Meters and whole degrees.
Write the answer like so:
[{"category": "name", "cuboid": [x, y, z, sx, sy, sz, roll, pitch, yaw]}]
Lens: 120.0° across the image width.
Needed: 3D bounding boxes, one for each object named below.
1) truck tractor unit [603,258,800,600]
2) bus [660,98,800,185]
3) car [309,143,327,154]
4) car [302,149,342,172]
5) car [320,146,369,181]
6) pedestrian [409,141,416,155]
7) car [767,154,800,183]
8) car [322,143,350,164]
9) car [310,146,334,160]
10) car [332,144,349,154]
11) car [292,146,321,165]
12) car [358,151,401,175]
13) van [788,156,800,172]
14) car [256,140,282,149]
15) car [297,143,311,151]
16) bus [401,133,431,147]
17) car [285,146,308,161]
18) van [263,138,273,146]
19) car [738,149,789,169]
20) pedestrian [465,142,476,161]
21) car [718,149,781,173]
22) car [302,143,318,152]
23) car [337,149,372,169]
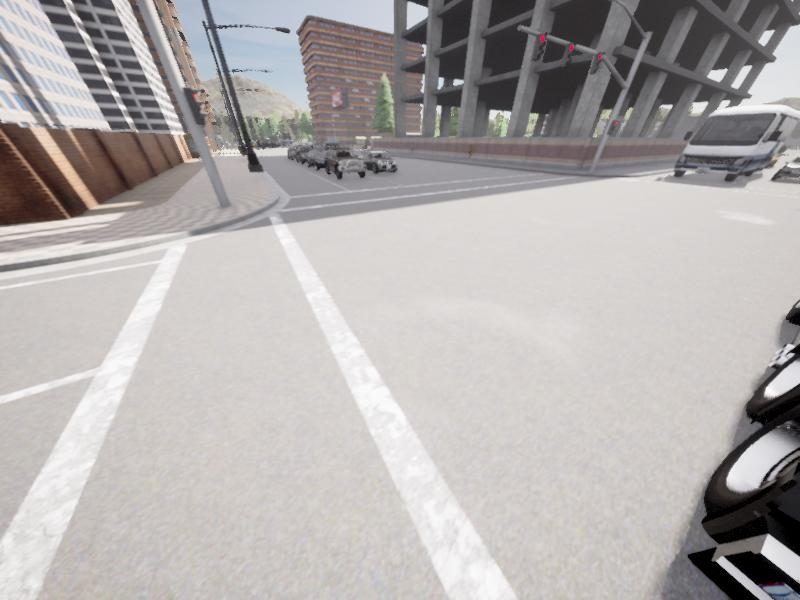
[{"category": "truck tractor unit", "cuboid": [5.100, -0.311, 0.799, 6.516, 4.208, 3.053, -19, 39, -25]}, {"category": "bus", "cuboid": [25.398, -11.642, 17.259, 10.273, 4.253, 3.944, -19, 39, -25]}, {"category": "car", "cuboid": [-16.073, -29.688, 45.169, 2.033, 1.649, 4.856, -18, 39, -24]}, {"category": "car", "cuboid": [-7.213, -12.890, 21.201, 2.163, 1.488, 4.792, -18, 39, -24]}, {"category": "car", "cuboid": [-4.096, -10.014, 16.740, 1.932, 1.855, 4.605, -17, 38, -23]}, {"category": "pedestrian", "cuboid": [2.031, -25.026, 38.103, 0.751, 1.860, 0.751, -17, 38, -23]}, {"category": "car", "cuboid": [28.298, -9.263, 16.225, 3.705, 1.549, 1.789, -18, 39, -25]}, {"category": "car", "cuboid": [-7.686, -17.511, 27.486, 1.905, 1.878, 3.866, -18, 39, -25]}, {"category": "car", "cuboid": [-10.888, -20.517, 32.132, 1.837, 1.490, 4.892, -18, 39, -24]}, {"category": "car", "cuboid": [-11.424, -29.043, 44.345, 1.789, 1.549, 3.705, -18, 39, -25]}, {"category": "car", "cuboid": [-10.449, -16.138, 25.736, 1.851, 1.617, 3.988, -18, 39, -24]}, {"category": "car", "cuboid": [-1.768, -11.498, 19.248, 1.970, 1.475, 3.806, -18, 39, -24]}, {"category": "van", "cuboid": [40.375, -13.650, 21.877, 6.366, 2.431, 2.351, -18, 39, -25]}, {"category": "car", "cuboid": [-36.541, -43.503, 64.510, 5.566, 2.045, 2.150, -18, 39, -25]}, {"category": "car", "cuboid": [-22.785, -36.258, 54.717, 2.007, 1.525, 4.514, -18, 39, -24]}, {"category": "bus", "cuboid": [5.980, -58.545, 84.578, 10.273, 4.253, 3.944, -18, 39, -25]}, {"category": "car", "cuboid": [-13.541, -19.149, 30.159, 1.816, 1.474, 4.193, -18, 39, -24]}, {"category": "van", "cuboid": [-48.898, -58.575, 85.616, 1.988, 2.561, 5.915, -18, 39, -24]}, {"category": "car", "cuboid": [39.053, -15.182, 24.812, 5.366, 1.575, 1.801, -18, 39, -25]}, {"category": "pedestrian", "cuboid": [8.600, -18.149, 28.268, 0.751, 1.860, 0.751, -16, 38, -22]}, {"category": "car", "cuboid": [32.959, -13.187, 21.808, 4.611, 1.667, 2.242, -19, 39, -25]}, {"category": "car", "cuboid": [-19.520, -33.057, 50.075, 2.007, 1.525, 4.514, -18, 39, -24]}, {"category": "car", "cuboid": [-4.642, -14.313, 23.304, 1.812, 1.442, 4.674, -18, 39, -24]}]
